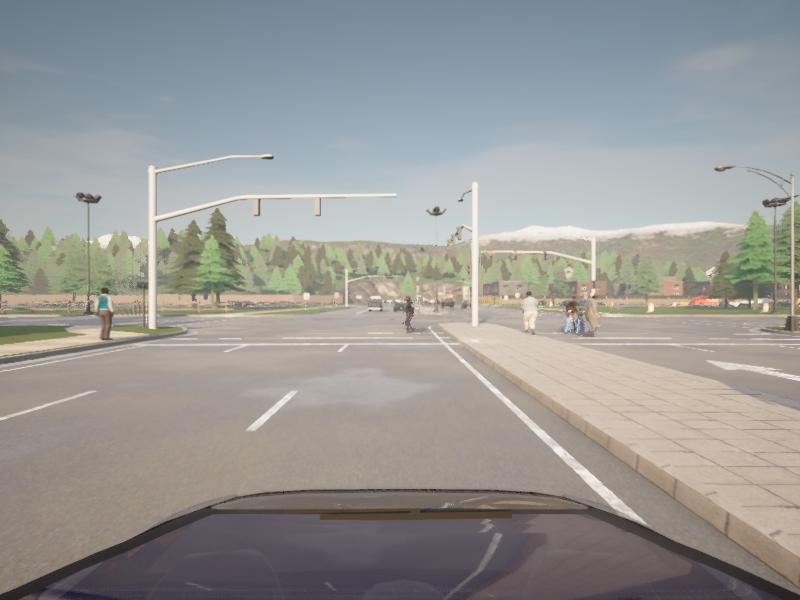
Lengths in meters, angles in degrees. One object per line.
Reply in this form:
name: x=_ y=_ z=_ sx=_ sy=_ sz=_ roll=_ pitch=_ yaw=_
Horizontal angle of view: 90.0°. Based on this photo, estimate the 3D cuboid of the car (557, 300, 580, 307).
car: x=42.316 y=0.898 z=100.451 sx=5.027 sy=1.651 sz=2.152 roll=0 pitch=0 yaw=0

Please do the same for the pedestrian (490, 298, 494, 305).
pedestrian: x=25.268 y=0.458 z=109.532 sx=0.751 sy=1.860 sz=0.751 roll=0 pitch=0 yaw=33

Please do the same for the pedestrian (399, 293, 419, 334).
pedestrian: x=0.427 y=0.632 z=18.645 sx=0.751 sy=1.860 sz=0.751 roll=0 pitch=0 yaw=-16

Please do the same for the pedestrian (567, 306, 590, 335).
pedestrian: x=8.109 y=0.913 z=18.155 sx=0.751 sy=1.300 sz=0.751 roll=0 pitch=0 yaw=5

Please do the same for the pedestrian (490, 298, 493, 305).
pedestrian: x=25.016 y=0.458 z=109.153 sx=0.751 sy=1.860 sz=0.751 roll=0 pitch=0 yaw=27

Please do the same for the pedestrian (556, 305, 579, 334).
pedestrian: x=7.903 y=0.912 z=18.893 sx=0.751 sy=1.300 sz=0.751 roll=0 pitch=0 yaw=-1

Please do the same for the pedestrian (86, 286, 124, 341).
pedestrian: x=-10.233 y=0.469 z=13.915 sx=0.751 sy=1.860 sz=0.751 roll=0 pitch=0 yaw=4

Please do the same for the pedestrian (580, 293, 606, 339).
pedestrian: x=8.024 y=0.645 z=16.643 sx=0.751 sy=1.860 sz=0.751 roll=0 pitch=0 yaw=3

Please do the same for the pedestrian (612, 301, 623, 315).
pedestrian: x=21.093 y=0.755 z=38.774 sx=0.751 sy=1.300 sz=0.751 roll=0 pitch=0 yaw=6

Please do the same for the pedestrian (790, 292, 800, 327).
pedestrian: x=21.592 y=0.480 z=21.391 sx=0.751 sy=1.860 sz=0.751 roll=0 pitch=0 yaw=1

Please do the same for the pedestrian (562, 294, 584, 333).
pedestrian: x=8.436 y=0.632 z=19.503 sx=0.751 sy=1.860 sz=0.751 roll=0 pitch=0 yaw=0

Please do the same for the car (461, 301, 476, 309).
car: x=11.811 y=0.853 z=69.207 sx=1.812 sy=1.442 sz=4.674 roll=0 pitch=0 yaw=0

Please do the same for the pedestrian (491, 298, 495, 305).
pedestrian: x=24.643 y=0.459 z=105.946 sx=0.751 sy=1.860 sz=0.751 roll=0 pitch=0 yaw=-23

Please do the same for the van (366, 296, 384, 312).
van: x=-3.317 y=0.557 z=54.268 sx=2.069 sy=2.038 sz=4.480 roll=0 pitch=0 yaw=0

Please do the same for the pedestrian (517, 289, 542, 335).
pedestrian: x=5.349 y=0.481 z=16.566 sx=0.751 sy=1.860 sz=0.751 roll=0 pitch=0 yaw=-4
